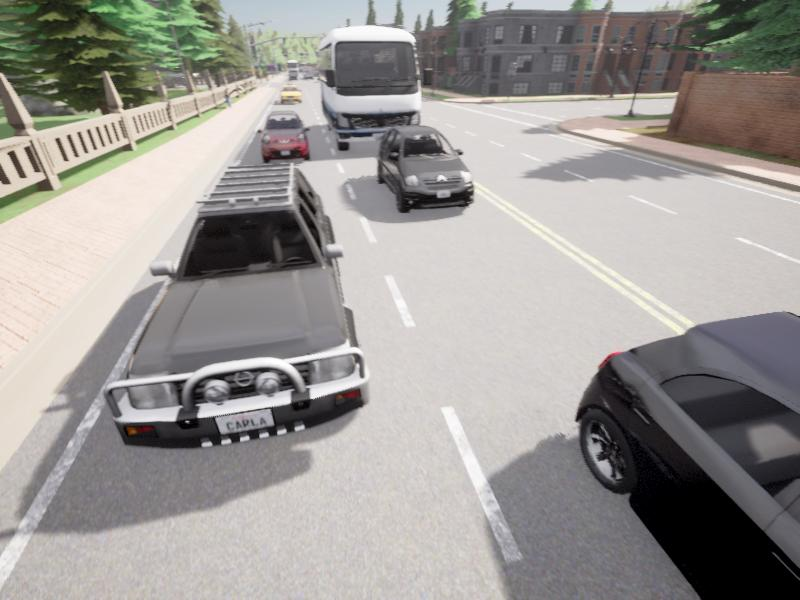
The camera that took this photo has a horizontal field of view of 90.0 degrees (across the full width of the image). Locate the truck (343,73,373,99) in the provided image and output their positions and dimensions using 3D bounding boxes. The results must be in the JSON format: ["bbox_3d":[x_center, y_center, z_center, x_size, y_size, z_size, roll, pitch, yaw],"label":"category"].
[{"bbox_3d":[-4.610,-23.203,43.236,2.390,2.098,6.274,-7,31,-11],"label":"truck"}]

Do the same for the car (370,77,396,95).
[{"bbox_3d":[-2.041,-25.310,47.223,2.152,1.651,5.027,-7,31,-11],"label":"car"}]

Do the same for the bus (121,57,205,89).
[{"bbox_3d":[-37.734,-36.546,64.330,10.273,4.253,3.944,-7,31,-11],"label":"bus"}]

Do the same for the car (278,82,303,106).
[{"bbox_3d":[-9.910,-18.738,36.288,1.801,1.575,5.366,-7,31,-11],"label":"car"}]

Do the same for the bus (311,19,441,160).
[{"bbox_3d":[-1.669,-9.779,18.339,3.944,4.253,10.273,-7,31,-11],"label":"bus"}]

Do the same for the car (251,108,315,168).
[{"bbox_3d":[-4.293,-6.171,14.959,1.845,1.501,3.633,-7,31,-11],"label":"car"}]

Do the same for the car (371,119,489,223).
[{"bbox_3d":[0.518,-3.504,10.277,1.851,1.617,3.988,-7,31,-11],"label":"car"}]

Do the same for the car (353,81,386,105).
[{"bbox_3d":[-2.827,-19.024,36.597,2.152,1.651,5.027,-7,31,-11],"label":"car"}]

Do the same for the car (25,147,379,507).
[{"bbox_3d":[-1.645,-0.410,4.811,1.932,1.855,4.605,-7,31,-11],"label":"car"}]

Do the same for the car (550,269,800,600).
[{"bbox_3d":[2.698,1.395,2.019,1.845,1.501,3.633,-7,31,-11],"label":"car"}]

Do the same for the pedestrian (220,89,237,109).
[{"bbox_3d":[-13.003,-15.223,30.326,0.751,1.300,0.751,-4,31,-5],"label":"pedestrian"}]
